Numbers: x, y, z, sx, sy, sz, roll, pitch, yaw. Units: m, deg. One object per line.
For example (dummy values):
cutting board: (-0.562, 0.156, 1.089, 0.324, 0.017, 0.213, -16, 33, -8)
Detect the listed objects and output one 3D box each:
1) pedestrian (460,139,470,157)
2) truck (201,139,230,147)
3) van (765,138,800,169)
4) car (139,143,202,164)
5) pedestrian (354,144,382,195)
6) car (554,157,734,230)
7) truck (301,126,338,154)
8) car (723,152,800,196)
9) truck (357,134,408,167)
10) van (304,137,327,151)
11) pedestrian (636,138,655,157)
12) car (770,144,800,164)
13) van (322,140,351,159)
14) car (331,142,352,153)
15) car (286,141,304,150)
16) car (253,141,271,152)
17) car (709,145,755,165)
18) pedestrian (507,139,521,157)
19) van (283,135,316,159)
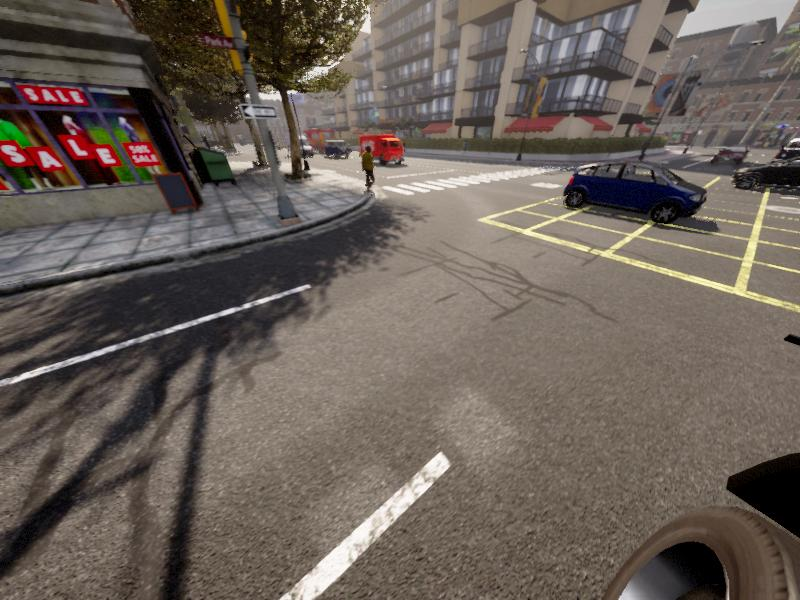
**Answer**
pedestrian: (8.252, -19.354, 29.389, 0.751, 1.860, 0.751, -20, 40, -25)
truck: (-56.751, -48.486, 71.346, 6.274, 2.098, 2.390, -10, 36, -13)
van: (33.901, -12.578, 19.716, 4.480, 2.038, 2.069, -23, 41, -29)
car: (-25.703, -16.613, 26.134, 4.553, 1.767, 2.097, -21, 40, -27)
pedestrian: (-1.388, -5.740, 10.176, 0.751, 1.860, 0.751, 27, 43, 33)
car: (7.961, -3.873, 7.983, 1.789, 1.549, 3.705, -23, 42, -29)
truck: (-14.695, -28.954, 41.796, 2.891, 3.827, 8.468, -23, 41, -29)
car: (18.532, -5.862, 10.730, 1.789, 1.549, 3.705, -23, 41, -29)
truck: (-1.828, -15.135, 23.260, 2.627, 2.467, 5.204, -23, 41, -29)
van: (-19.041, -35.093, 51.754, 2.351, 2.431, 6.366, -23, 41, -29)
pedestrian: (30.006, -18.642, 28.204, 0.751, 1.860, 0.751, -24, 42, -30)
car: (39.107, -14.567, 23.016, 4.674, 1.442, 1.812, -23, 41, -29)
van: (-8.390, -19.981, 30.610, 1.775, 1.987, 4.442, -23, 41, -29)
car: (-10.904, -28.471, 43.075, 2.007, 1.525, 4.514, -23, 41, -29)
car: (-23.998, -35.209, 52.644, 1.930, 1.638, 5.238, -23, 41, -29)
car: (-28.909, -32.299, 48.424, 2.097, 1.767, 4.553, -23, 41, -29)
car: (32.317, -14.162, 22.496, 4.674, 1.442, 1.812, -23, 41, -29)
pedestrian: (14.036, -18.729, 28.455, 0.751, 1.860, 0.751, -25, 42, -31)
van: (-13.808, -20.995, 31.611, 1.988, 2.561, 5.915, -23, 41, -29)
